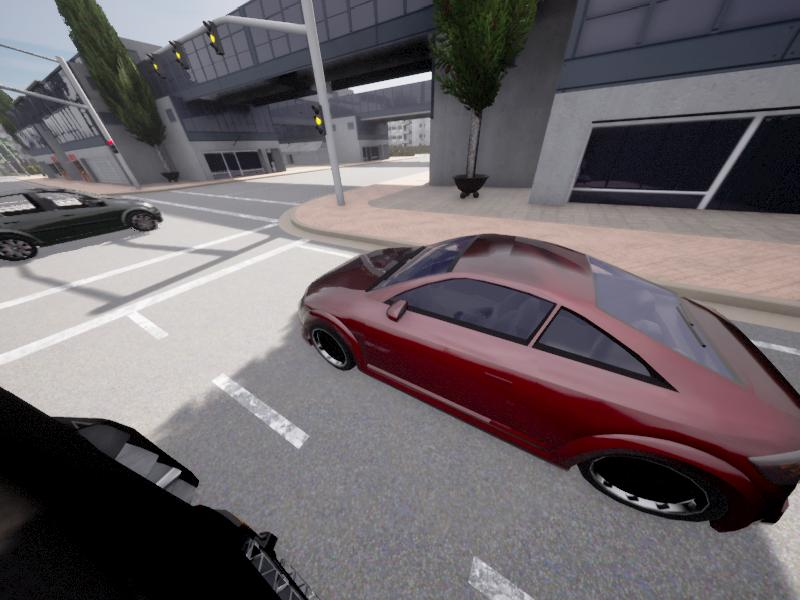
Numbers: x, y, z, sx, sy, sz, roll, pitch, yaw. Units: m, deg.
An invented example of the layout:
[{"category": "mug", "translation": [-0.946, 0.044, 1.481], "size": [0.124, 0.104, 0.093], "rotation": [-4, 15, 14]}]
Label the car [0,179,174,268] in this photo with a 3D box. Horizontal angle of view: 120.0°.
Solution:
[{"category": "car", "translation": [-10.356, -2.647, 7.264], "size": [1.851, 1.617, 3.988], "rotation": [15, 37, 25]}]

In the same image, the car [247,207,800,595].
[{"category": "car", "translation": [0.773, 0.072, 2.537], "size": [4.181, 1.385, 1.994], "rotation": [16, 38, 26]}]

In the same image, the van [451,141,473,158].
[{"category": "van", "translation": [11.978, -29.009, 44.393], "size": [1.988, 2.561, 5.915], "rotation": [16, 38, 26]}]
